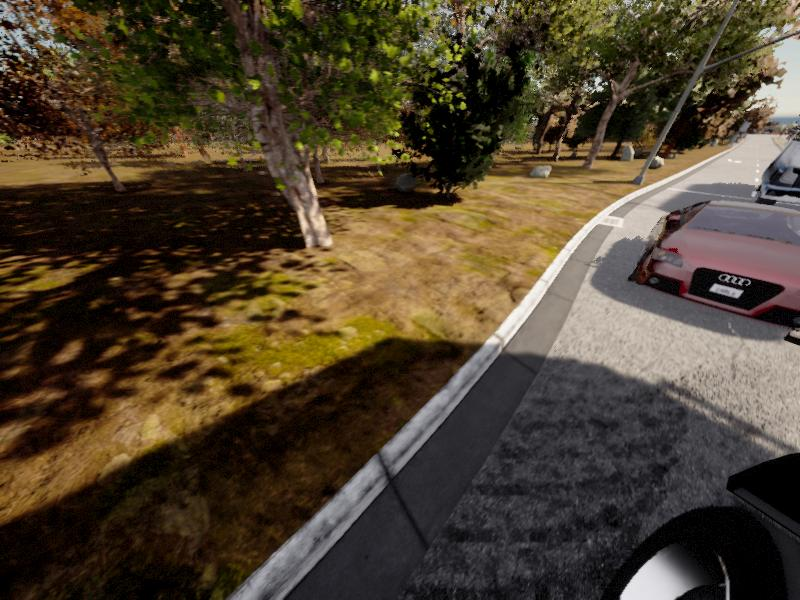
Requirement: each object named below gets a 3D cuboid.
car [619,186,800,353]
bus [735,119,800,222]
[{"bbox_3d":[6.148,-1.060,4.400,4.181,1.385,1.994,-29,44,-35],"label":"car"},{"bbox_3d":[18.181,-5.943,8.962,10.273,4.253,3.944,-24,43,-30],"label":"bus"}]
